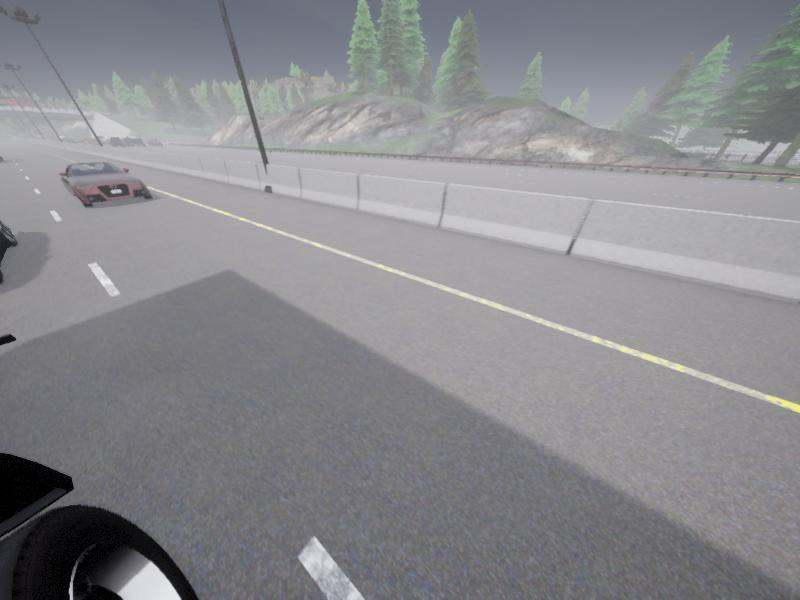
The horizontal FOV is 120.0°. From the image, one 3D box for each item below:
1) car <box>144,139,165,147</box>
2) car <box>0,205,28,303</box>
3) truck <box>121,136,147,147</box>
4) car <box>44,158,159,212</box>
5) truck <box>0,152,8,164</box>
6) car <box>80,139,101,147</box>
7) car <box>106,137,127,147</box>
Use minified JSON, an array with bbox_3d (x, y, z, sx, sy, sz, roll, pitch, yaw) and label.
[{"bbox_3d":[-63.339,-40.474,59.551,4.902,1.511,2.128,22,41,28],"label":"car"},{"bbox_3d":[-9.073,-1.119,4.009,4.856,1.649,2.033,26,42,32],"label":"car"},{"bbox_3d":[-66.463,-39.552,57.651,6.274,2.098,2.390,22,41,28],"label":"truck"},{"bbox_3d":[-12.439,-4.943,9.632,4.181,1.385,1.994,22,41,28],"label":"car"},{"bbox_3d":[-40.744,-14.462,21.948,5.204,2.467,2.627,22,41,28],"label":"truck"},{"bbox_3d":[-73.228,-37.156,54.680,5.366,1.575,1.801,22,41,28],"label":"car"},{"bbox_3d":[-67.004,-37.220,54.533,3.866,1.878,1.905,22,41,28],"label":"car"}]
